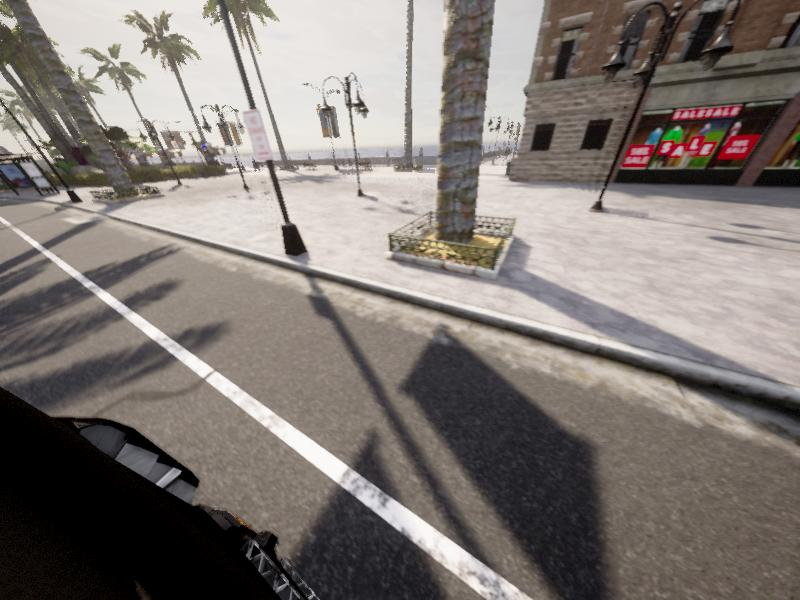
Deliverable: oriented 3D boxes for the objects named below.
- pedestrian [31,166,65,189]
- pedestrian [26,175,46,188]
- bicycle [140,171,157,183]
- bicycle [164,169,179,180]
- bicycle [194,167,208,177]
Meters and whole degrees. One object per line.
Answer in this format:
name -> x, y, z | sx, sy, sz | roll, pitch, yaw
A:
pedestrian -> -33.267, -11.573, 21.864 | 0.751, 1.860, 0.751 | 7, 35, 15
pedestrian -> -37.043, -12.041, 23.527 | 0.500, 1.100, 0.500 | 7, 35, 15
bicycle -> -26.638, -13.057, 24.489 | 1.643, 1.024, 0.373 | 15, 37, 25
bicycle -> -25.663, -14.055, 25.939 | 1.643, 1.024, 0.373 | 15, 37, 25
bicycle -> -24.200, -15.551, 28.113 | 1.643, 1.024, 0.373 | 15, 37, 25
